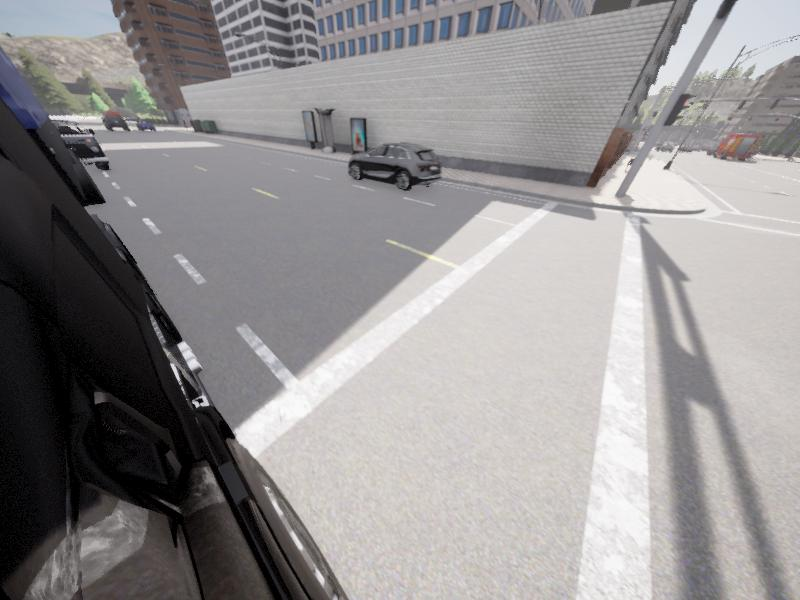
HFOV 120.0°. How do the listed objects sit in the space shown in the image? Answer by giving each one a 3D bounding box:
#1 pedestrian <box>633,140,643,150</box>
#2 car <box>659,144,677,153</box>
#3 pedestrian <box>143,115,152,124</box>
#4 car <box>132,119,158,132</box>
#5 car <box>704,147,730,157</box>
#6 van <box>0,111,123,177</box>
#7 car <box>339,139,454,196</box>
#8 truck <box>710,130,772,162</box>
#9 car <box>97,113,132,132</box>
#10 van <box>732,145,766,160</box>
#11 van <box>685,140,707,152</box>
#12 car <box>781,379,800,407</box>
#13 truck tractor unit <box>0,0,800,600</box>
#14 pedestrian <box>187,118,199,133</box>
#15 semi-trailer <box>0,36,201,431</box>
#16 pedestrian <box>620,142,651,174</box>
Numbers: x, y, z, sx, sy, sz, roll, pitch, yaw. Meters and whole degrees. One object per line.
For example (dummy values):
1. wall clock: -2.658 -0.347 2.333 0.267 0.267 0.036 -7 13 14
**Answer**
1. pedestrian: 51.263 -33.469 49.833 0.751 1.860 0.751 29 44 31
2. car: 61.287 -34.751 52.860 2.033 1.411 5.357 28 44 30
3. pedestrian: -65.147 -46.481 59.569 0.751 1.860 0.751 28 44 30
4. car: -41.885 -28.667 37.936 4.193 1.474 1.816 28 44 30
5. car: 63.582 -29.802 46.411 2.033 1.411 5.357 28 44 30
6. van: -15.165 -6.925 10.205 4.480 2.038 2.069 20 40 24
7. car: -0.321 -6.264 10.623 4.856 1.649 2.033 28 44 30
8. truck: 56.103 -25.656 38.379 2.891 3.827 8.468 28 44 30
9. car: -43.197 -26.863 34.960 5.566 2.045 2.150 28 44 30
10. van: 64.666 -27.530 42.929 2.069 2.038 4.480 28 44 30
11. van: 83.231 -43.540 65.140 2.351 2.431 6.366 28 44 30
12. car: 6.129 1.485 0.833 4.514 1.525 2.007 14 38 15
13. truck tractor unit: -2.645 -0.295 0.351 6.516 4.208 3.053 28 44 30
14. pedestrian: -32.324 -27.298 36.113 0.751 1.860 0.751 -26 45 -33
15. semi-trailer: -8.662 -3.636 4.252 14.254 4.402 2.717 29 44 30
16. pedestrian: 16.960 -10.281 16.699 0.751 1.860 0.751 25 42 27
